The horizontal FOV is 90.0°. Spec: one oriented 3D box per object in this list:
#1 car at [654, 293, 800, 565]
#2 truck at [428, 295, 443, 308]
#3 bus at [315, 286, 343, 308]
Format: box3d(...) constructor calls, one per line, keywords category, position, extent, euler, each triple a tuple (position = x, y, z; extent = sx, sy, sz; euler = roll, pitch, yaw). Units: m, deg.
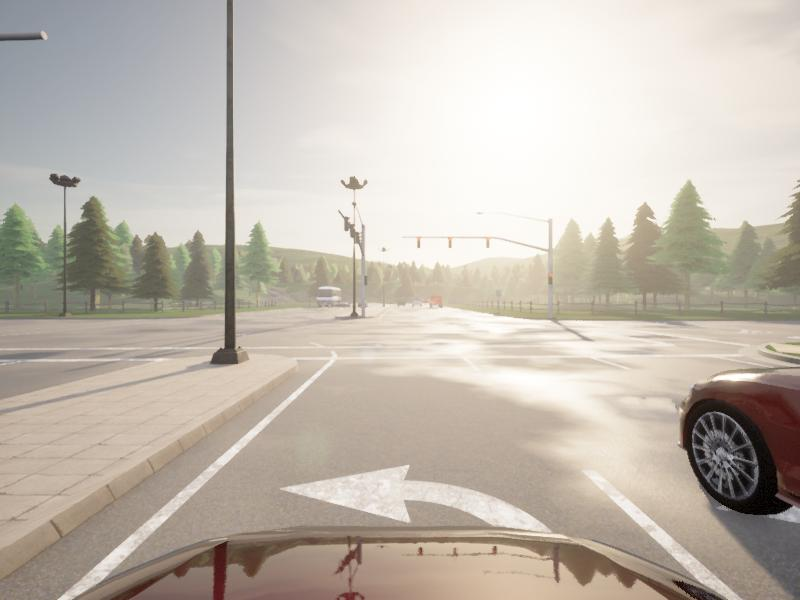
box3d(category="car", position=(3.500, 0.779, 1.308), extent=(2.152, 1.651, 5.027), euler=(0, 0, 0))
box3d(category="truck", position=(7.133, 0.285, 80.650), extent=(2.627, 2.467, 5.204), euler=(0, 0, 1))
box3d(category="bus", position=(-14.682, -0.612, 83.791), extent=(3.944, 4.253, 10.273), euler=(0, 0, 1))
